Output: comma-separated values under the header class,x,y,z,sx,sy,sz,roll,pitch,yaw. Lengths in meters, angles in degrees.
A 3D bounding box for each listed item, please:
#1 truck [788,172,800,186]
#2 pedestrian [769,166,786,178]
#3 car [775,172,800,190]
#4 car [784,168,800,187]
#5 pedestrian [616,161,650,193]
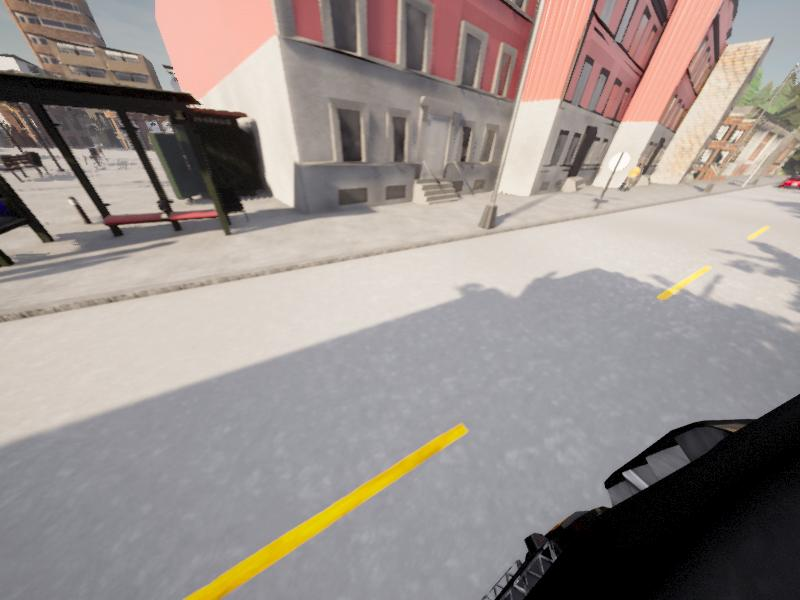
class,x,y,z,sx,sy,sz,roll,pitch,yaw
truck,59.942,-17.854,33.425,5.204,2.467,2.627,-16,38,-26
pedestrian,72.131,-24.434,44.128,0.751,1.860,0.751,-7,35,-15
car,45.459,-13.523,26.286,4.514,1.525,2.007,-16,38,-26
car,52.560,-15.768,29.722,5.566,2.045,2.150,-16,38,-26
pedestrian,16.165,-8.541,16.042,0.751,1.860,0.751,-15,38,-25
